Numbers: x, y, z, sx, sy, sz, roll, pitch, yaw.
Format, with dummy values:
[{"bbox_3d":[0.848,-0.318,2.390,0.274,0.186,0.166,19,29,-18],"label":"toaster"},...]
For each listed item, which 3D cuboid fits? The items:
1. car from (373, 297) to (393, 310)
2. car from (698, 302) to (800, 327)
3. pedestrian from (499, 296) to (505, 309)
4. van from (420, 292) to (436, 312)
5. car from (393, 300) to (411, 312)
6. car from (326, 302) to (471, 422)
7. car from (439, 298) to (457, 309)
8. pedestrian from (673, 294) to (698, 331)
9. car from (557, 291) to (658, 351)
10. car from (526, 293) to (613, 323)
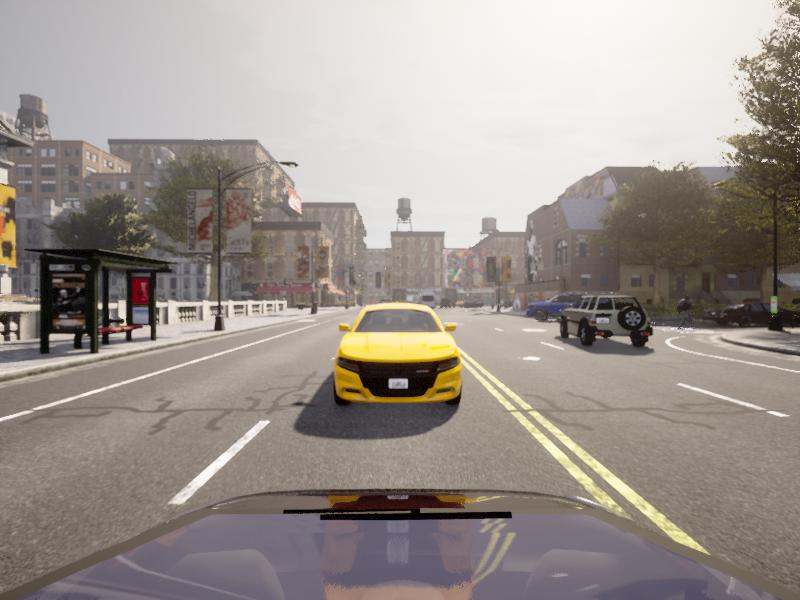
[{"bbox_3d":[-2.475,0.576,59.193,1.932,1.855,4.605,0,0,10],"label":"car"},{"bbox_3d":[21.388,0.862,24.072,5.357,1.411,2.033,0,0,0],"label":"car"},{"bbox_3d":[14.824,0.408,58.102,0.751,1.860,0.751,0,0,1],"label":"pedestrian"},{"bbox_3d":[3.997,0.248,55.687,1.988,2.561,5.915,0,0,6],"label":"van"},{"bbox_3d":[0.280,0.757,52.972,2.007,1.525,4.514,0,0,4],"label":"car"},{"bbox_3d":[-0.051,0.812,7.699,1.882,1.535,5.008,0,0,-1],"label":"car"},{"bbox_3d":[8.576,0.561,70.977,1.905,1.878,3.866,0,0,27],"label":"car"},{"bbox_3d":[14.696,0.609,20.572,0.751,1.860,0.751,0,0,-19],"label":"pedestrian"},{"bbox_3d":[7.344,0.632,14.766,1.932,1.855,4.605,0,0,9],"label":"car"},{"bbox_3d":[11.991,0.530,28.727,5.566,2.045,2.150,0,1,18],"label":"car"}]
